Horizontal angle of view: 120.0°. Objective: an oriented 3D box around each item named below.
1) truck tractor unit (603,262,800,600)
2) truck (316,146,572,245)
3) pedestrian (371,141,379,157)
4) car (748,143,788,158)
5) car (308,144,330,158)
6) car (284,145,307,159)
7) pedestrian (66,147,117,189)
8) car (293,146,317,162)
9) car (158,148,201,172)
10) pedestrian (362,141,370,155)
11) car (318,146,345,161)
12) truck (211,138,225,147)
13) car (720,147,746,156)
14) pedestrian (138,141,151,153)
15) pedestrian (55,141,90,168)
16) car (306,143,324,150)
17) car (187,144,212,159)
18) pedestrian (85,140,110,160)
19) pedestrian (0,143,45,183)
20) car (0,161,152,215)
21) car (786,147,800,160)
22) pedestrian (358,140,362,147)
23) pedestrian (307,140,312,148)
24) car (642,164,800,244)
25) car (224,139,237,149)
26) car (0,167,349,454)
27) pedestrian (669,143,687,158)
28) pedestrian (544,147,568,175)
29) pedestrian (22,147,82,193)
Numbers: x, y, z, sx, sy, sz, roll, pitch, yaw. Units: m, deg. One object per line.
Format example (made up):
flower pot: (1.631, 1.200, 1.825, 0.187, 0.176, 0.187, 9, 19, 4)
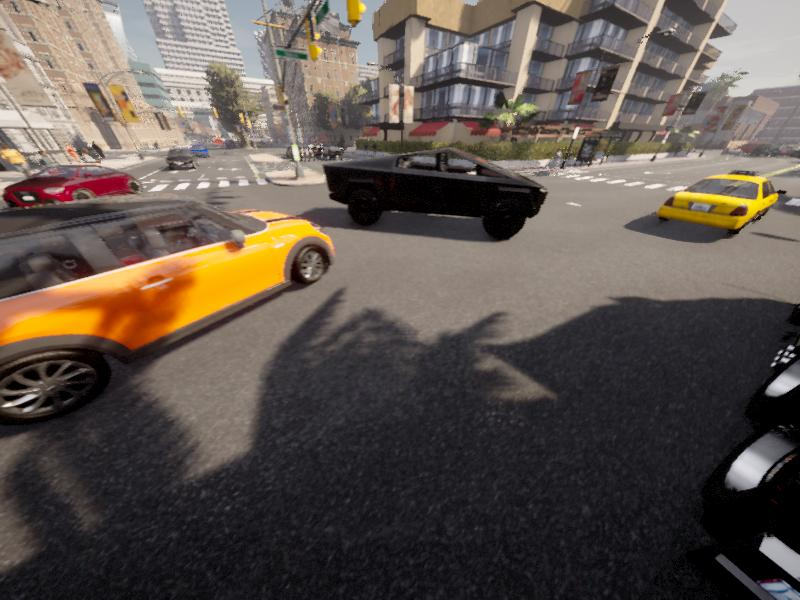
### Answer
truck tractor unit: (5.108, -0.304, 0.788, 6.516, 4.208, 3.053, -18, 39, -24)
truck: (1.024, -3.507, 7.224, 6.274, 2.098, 2.390, 10, 36, 13)
pedestrian: (-3.590, -21.538, 33.011, 0.751, 1.860, 0.751, -20, 40, -27)
car: (67.296, -27.542, 42.442, 2.150, 2.045, 5.566, 26, 42, 32)
car: (-12.220, -22.413, 34.722, 1.851, 1.617, 3.988, -19, 39, -25)
car: (-14.900, -21.042, 32.796, 2.007, 1.525, 4.514, -19, 39, -25)
pedestrian: (-16.311, -7.017, 12.280, 0.751, 1.860, 0.751, -23, 41, -30)
car: (-11.741, -18.005, 28.434, 1.789, 1.549, 3.705, -18, 39, -25)
car: (-19.624, -12.732, 20.830, 1.837, 1.490, 4.892, -18, 39, -25)
pedestrian: (-5.376, -23.973, 36.496, 0.751, 1.860, 0.751, -17, 39, -24)
car: (-8.978, -19.227, 30.269, 1.837, 1.490, 4.892, -18, 39, -25)
truck: (-59.320, -51.532, 75.410, 2.627, 2.467, 5.204, -18, 39, -25)
car: (65.765, -29.379, 45.711, 1.895, 1.301, 4.718, 26, 42, 32)
pedestrian: (-46.031, -27.636, 41.661, 0.751, 1.860, 0.751, -17, 38, -23)
pedestrian: (-27.221, -12.110, 19.238, 0.751, 1.860, 0.751, -19, 39, -26)
car: (-21.231, -38.395, 57.692, 3.633, 1.501, 1.845, -19, 39, -25)
car: (-28.038, -20.889, 32.447, 1.882, 1.535, 5.008, -18, 39, -25)
pedestrian: (-35.096, -17.445, 26.839, 0.751, 1.860, 0.751, -14, 37, -19)
pedestrian: (-21.307, -7.664, 12.898, 0.751, 1.860, 0.751, -28, 44, -34)
car: (-13.426, -4.854, 9.669, 1.994, 1.385, 4.181, -5, 35, -8)
car: (67.145, -24.159, 38.016, 2.242, 1.667, 4.611, 26, 42, 32)
pedestrian: (-12.392, -48.121, 71.158, 0.751, 1.860, 0.751, -19, 39, -25)
pedestrian: (-25.564, -44.226, 65.438, 0.751, 1.860, 0.751, -15, 38, -21)
car: (10.669, -3.358, 7.550, 5.366, 1.575, 1.801, -18, 39, -25)
car: (-44.874, -41.298, 61.204, 2.150, 2.045, 5.566, -18, 39, -25)
car: (-3.224, -0.703, 3.418, 2.097, 1.767, 4.553, 21, 40, 26)
pedestrian: (41.652, -22.382, 34.635, 0.751, 1.860, 0.751, -17, 38, -23)
pedestrian: (12.162, -10.852, 18.054, 0.751, 1.860, 0.751, -18, 39, -25)
pedestrian: (-16.989, -6.370, 11.344, 0.751, 1.860, 0.751, -28, 44, -34)
